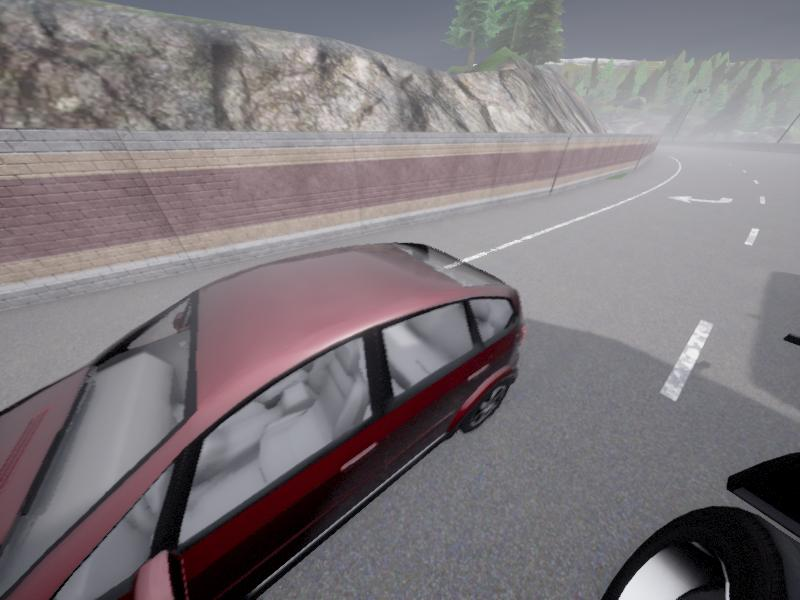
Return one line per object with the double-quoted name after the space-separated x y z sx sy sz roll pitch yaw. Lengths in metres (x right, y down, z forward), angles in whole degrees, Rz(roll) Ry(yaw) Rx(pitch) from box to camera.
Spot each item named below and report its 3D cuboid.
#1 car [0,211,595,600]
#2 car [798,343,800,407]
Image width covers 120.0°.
-0.720 0.598 1.724 3.705 1.549 1.789 -22 41 -28 "car"
6.559 0.215 2.458 4.718 1.301 1.895 -22 41 -28 "car"
